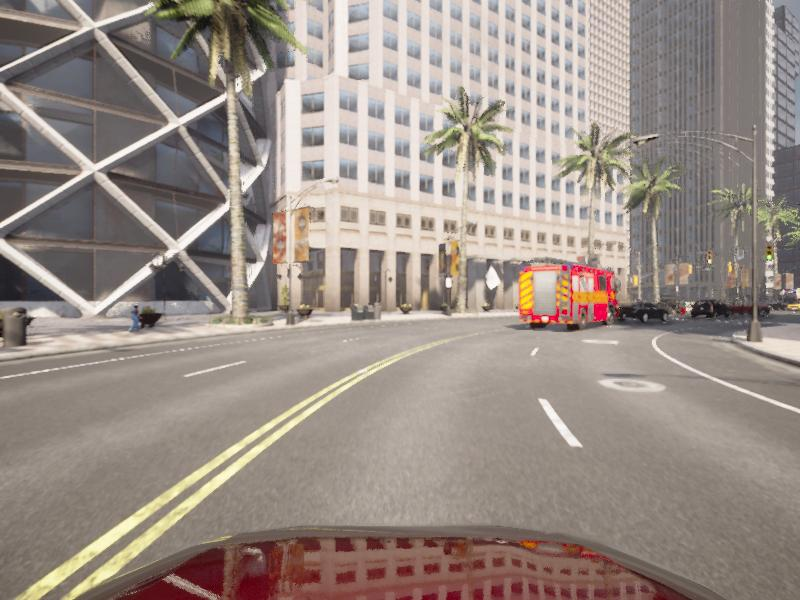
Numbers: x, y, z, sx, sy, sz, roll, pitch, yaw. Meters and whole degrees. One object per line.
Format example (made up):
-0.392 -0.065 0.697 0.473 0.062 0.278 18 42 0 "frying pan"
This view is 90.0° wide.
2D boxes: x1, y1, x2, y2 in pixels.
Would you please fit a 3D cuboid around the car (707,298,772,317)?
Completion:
33.773 0.694 39.984 4.553 1.767 2.097 0 0 21 "car"

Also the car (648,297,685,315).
29.882 0.643 44.817 3.866 1.878 1.905 0 0 -31 "car"

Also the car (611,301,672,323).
17.629 0.842 29.148 4.892 1.490 1.837 0 0 -33 "car"

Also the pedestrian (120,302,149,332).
-11.851 0.755 17.879 0.751 1.300 0.751 0 0 17 "pedestrian"

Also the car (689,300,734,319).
27.461 0.787 35.230 3.988 1.617 1.851 0 0 -31 "car"

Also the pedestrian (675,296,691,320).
22.638 0.635 32.014 0.751 1.860 0.751 0 0 -27 "pedestrian"

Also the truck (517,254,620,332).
10.168 -0.328 23.531 2.891 3.827 8.468 0 0 43 "truck"
